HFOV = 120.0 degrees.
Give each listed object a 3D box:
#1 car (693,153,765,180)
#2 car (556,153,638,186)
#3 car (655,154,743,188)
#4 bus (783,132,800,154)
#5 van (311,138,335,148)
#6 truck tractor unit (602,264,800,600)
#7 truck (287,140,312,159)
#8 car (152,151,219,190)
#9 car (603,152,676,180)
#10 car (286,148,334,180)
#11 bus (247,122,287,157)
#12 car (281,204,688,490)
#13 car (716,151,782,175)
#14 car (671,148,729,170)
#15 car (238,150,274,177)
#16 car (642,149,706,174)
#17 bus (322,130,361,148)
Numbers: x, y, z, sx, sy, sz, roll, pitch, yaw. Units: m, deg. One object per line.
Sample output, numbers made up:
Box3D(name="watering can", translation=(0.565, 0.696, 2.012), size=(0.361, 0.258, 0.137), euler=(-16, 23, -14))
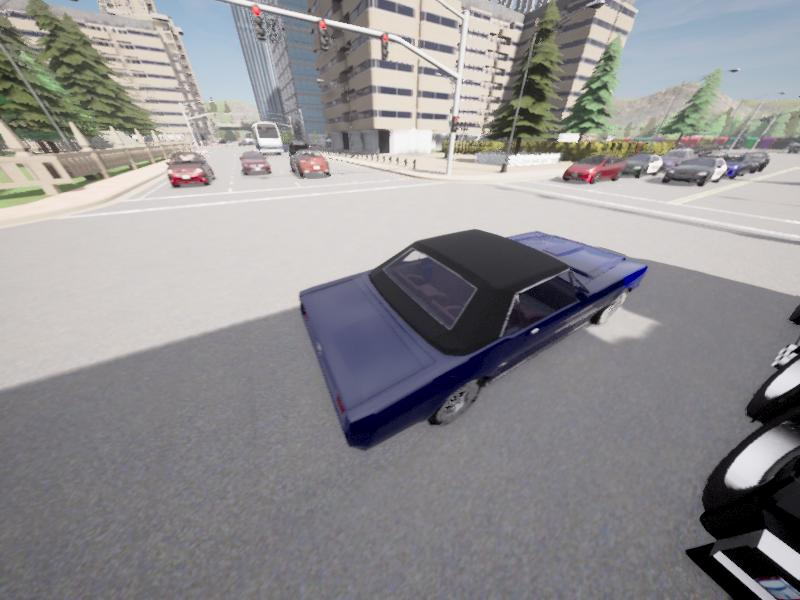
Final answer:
Box3D(name="car", translation=(25.348, -10.379, 17.799), size=(4.514, 1.525, 2.007), euler=(-18, 39, -24))
Box3D(name="car", translation=(13.036, -8.730, 15.325), size=(4.514, 1.525, 2.007), euler=(-17, 38, -23))
Box3D(name="car", translation=(19.295, -8.416, 14.923), size=(4.974, 1.542, 2.038), euler=(-18, 39, -24))
Box3D(name="bus", translation=(94.863, -36.353, 53.326), size=(10.273, 4.253, 3.944), euler=(-17, 39, -23))
Box3D(name="van", translation=(-24.096, -49.031, 72.026), size=(6.366, 2.431, 2.351), euler=(-18, 39, -24))
Box3D(name="truck tractor unit", translation=(5.111, -0.301, 0.781), size=(6.516, 4.208, 3.053), euler=(-18, 39, -24))
Box3D(name="truck", translation=(-15.027, -22.461, 34.314), size=(2.390, 2.098, 6.274), euler=(-15, 38, -21))
Box3D(name="car", translation=(-12.415, -7.822, 13.732), size=(1.851, 1.617, 3.988), euler=(-16, 38, -23))
Box3D(name="car", translation=(18.472, -10.455, 17.846), size=(4.974, 1.542, 2.038), euler=(-18, 39, -24))
Box3D(name="car", translation=(-6.953, -10.492, 17.601), size=(2.152, 1.651, 5.027), euler=(-18, 39, -24))
Box3D(name="bus", translation=(-22.296, -26.736, 38.511), size=(3.944, 4.253, 10.273), euler=(-18, 39, -24))
Box3D(name="car", translation=(1.261, -0.159, 3.108), size=(4.718, 1.301, 1.895), euler=(-18, 39, -24))
Box3D(name="car", translation=(30.870, -12.165, 20.428), size=(4.902, 1.511, 2.128), euler=(-18, 39, -24))
Box3D(name="car", translation=(30.599, -14.450, 23.569), size=(4.611, 1.667, 2.242), euler=(-18, 39, -25))
Box3D(name="car", translation=(-11.483, -10.908, 18.317), size=(1.812, 1.442, 4.674), euler=(-18, 39, -24))
Box3D(name="car", translation=(24.503, -12.452, 20.683), size=(4.856, 1.649, 2.033), euler=(-18, 39, -24))
Box3D(name="bus", translation=(-17.841, -49.400, 71.014), size=(10.273, 4.253, 3.944), euler=(-18, 39, -24))
